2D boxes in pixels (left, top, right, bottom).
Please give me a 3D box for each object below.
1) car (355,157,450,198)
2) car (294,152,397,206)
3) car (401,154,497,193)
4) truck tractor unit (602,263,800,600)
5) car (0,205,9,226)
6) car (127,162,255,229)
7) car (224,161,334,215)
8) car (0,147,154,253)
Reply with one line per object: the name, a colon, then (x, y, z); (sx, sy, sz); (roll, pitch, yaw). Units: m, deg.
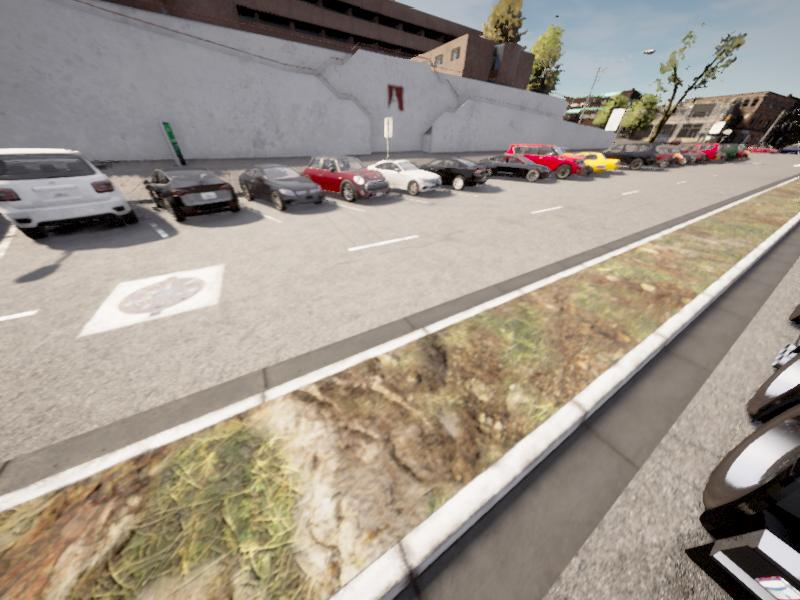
car: (0.023, -6.618, 12.267); (4.674, 1.452, 2.002); (25, 41, 32)
car: (-2.600, -5.917, 10.956); (4.553, 1.767, 2.185); (25, 41, 32)
car: (2.629, -7.497, 13.468); (5.008, 1.535, 2.097); (25, 42, 32)
truck tractor unit: (5.112, -0.298, 0.781); (6.516, 4.208, 3.053); (-18, 39, -24)
car: (-12.848, -2.378, 5.947); (5.366, 1.575, 1.946); (25, 41, 32)
car: (-7.810, -4.097, 8.561); (4.792, 1.488, 2.163); (25, 42, 32)
car: (-5.177, -4.922, 9.801); (4.674, 1.452, 2.002); (25, 41, 32)
car: (-10.409, -3.492, 7.163); (5.566, 2.045, 2.435); (25, 42, 32)
